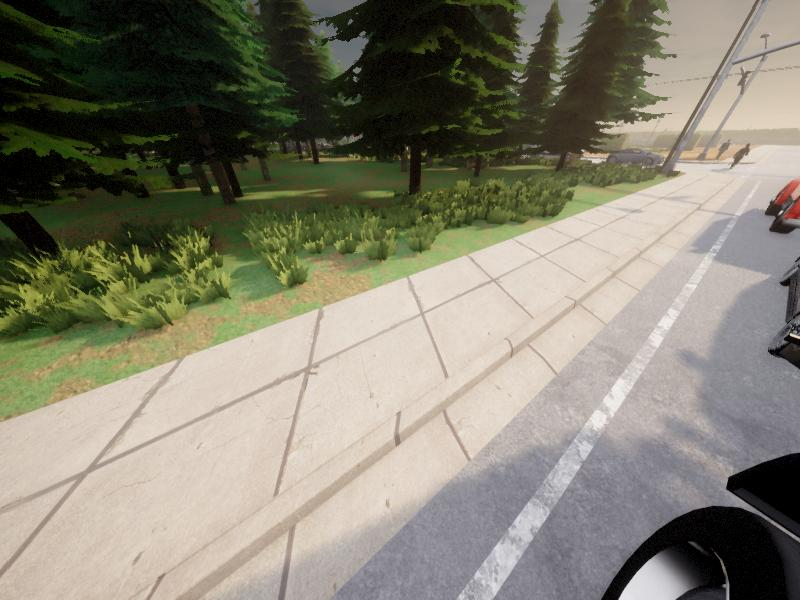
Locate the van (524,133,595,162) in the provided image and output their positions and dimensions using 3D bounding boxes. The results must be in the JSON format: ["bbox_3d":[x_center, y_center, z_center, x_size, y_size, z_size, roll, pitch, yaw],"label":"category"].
[{"bbox_3d":[18.096,-17.640,26.673,1.988,2.561,5.915,-22,41,-28],"label":"van"}]

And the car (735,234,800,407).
[{"bbox_3d":[6.441,-0.039,2.633,4.902,1.511,2.128,-22,41,-28],"label":"car"}]

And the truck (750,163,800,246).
[{"bbox_3d":[12.429,-3.013,5.960,5.204,2.467,2.627,-23,41,-28],"label":"truck"}]

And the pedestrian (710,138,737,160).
[{"bbox_3d":[33.565,-15.656,23.999,0.751,1.860,0.751,22,41,28],"label":"pedestrian"}]

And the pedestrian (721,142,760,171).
[{"bbox_3d":[26.031,-10.979,17.697,0.751,1.860,0.751,-16,38,-22],"label":"pedestrian"}]

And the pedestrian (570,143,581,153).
[{"bbox_3d":[26.333,-22.859,34.756,0.751,1.300,0.751,8,36,12],"label":"pedestrian"}]

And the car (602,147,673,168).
[{"bbox_3d":[22.404,-13.636,21.978,1.994,1.385,4.181,-22,41,-28],"label":"car"}]

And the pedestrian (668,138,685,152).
[{"bbox_3d":[44.884,-25.260,37.546,0.751,1.860,0.751,2,35,4],"label":"pedestrian"}]

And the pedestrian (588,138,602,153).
[{"bbox_3d":[29.601,-23.473,35.111,0.751,1.860,0.751,-8,36,-11],"label":"pedestrian"}]
